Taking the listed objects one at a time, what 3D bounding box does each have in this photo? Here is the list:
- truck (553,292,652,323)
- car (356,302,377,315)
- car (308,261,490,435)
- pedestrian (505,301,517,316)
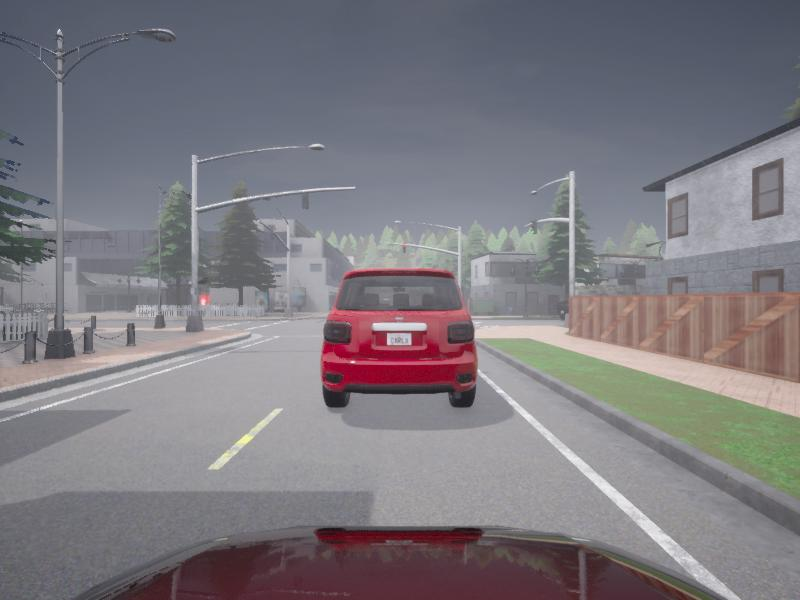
[{"bbox_3d":[14.789,0.523,29.358,6.274,2.098,2.390,0,0,-9],"label":"truck"},{"bbox_3d":[-3.565,0.907,43.454,1.994,1.385,4.181,0,0,0],"label":"car"},{"bbox_3d":[-0.013,0.568,7.496,2.150,2.045,5.566,0,0,0],"label":"car"},{"bbox_3d":[9.966,0.746,35.917,0.751,1.300,0.751,0,0,-28],"label":"pedestrian"}]
